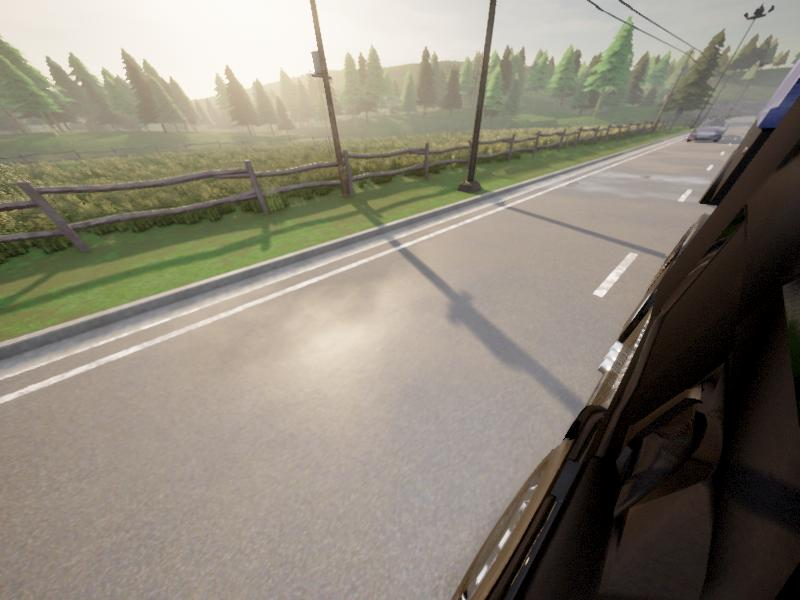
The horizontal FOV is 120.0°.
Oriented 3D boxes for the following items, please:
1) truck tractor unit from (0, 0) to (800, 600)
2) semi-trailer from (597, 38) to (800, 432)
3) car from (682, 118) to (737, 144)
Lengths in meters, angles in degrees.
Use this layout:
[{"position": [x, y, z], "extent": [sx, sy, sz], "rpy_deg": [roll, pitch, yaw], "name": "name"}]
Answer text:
[{"position": [2.645, -0.295, 0.351], "extent": [6.516, 4.208, 3.053], "rpy_deg": [-28, 44, -30], "name": "truck tractor unit"}, {"position": [8.716, -3.603, 4.197], "extent": [14.254, 4.402, 2.717], "rpy_deg": [-28, 44, -29], "name": "semi-trailer"}, {"position": [27.416, -14.994, 20.446], "extent": [4.856, 1.649, 2.033], "rpy_deg": [-28, 44, -29], "name": "car"}]
